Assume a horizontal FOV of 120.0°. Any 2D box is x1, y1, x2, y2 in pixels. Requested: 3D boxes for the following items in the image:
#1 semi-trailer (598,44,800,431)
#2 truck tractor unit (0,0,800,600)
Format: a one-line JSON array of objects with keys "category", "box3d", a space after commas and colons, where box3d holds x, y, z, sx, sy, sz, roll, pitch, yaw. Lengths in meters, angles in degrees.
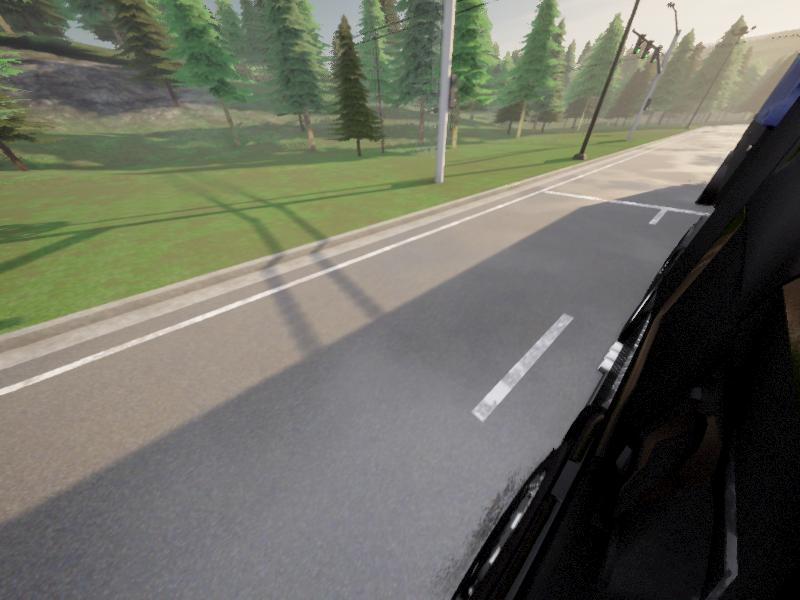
[{"category": "semi-trailer", "box3d": [8.699, -3.591, 4.247, 14.254, 4.402, 2.717, -28, 44, -30]}, {"category": "truck tractor unit", "box3d": [2.645, -0.295, 0.351, 6.516, 4.208, 3.053, -28, 44, -30]}]
